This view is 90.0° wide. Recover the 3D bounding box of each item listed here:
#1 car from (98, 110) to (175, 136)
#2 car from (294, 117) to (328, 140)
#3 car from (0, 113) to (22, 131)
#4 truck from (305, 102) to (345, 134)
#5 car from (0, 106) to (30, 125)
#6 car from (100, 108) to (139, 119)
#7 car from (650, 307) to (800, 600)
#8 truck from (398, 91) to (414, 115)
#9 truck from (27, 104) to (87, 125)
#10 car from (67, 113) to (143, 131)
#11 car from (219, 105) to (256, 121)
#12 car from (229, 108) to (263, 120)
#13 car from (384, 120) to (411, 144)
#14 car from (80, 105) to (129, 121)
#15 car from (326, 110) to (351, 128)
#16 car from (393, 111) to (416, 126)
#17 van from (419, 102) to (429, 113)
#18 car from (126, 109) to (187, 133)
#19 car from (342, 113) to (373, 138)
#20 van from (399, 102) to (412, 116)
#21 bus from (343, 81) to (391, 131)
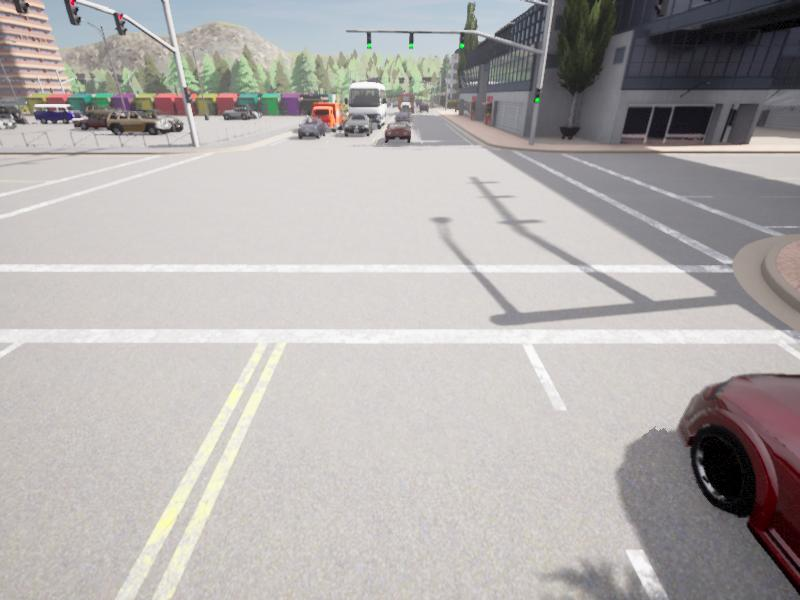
[{"bbox_3d":[-21.408,-14.486,32.686,4.605,1.855,1.932,0,27,0],"label":"car"},{"bbox_3d":[-7.077,-13.826,32.122,1.845,1.501,3.633,0,27,1],"label":"car"},{"bbox_3d":[-38.809,-16.832,37.816,3.806,1.475,1.970,0,27,0],"label":"car"},{"bbox_3d":[-6.959,-17.332,37.962,2.627,2.467,5.204,1,27,1],"label":"truck"},{"bbox_3d":[-45.204,-20.991,45.444,3.866,1.878,1.905,0,27,0],"label":"car"},{"bbox_3d":[-38.794,-25.852,55.435,3.905,1.438,1.784,0,27,0],"label":"car"},{"bbox_3d":[3.552,1.641,1.969,1.994,1.385,4.181,1,27,1],"label":"car"},{"bbox_3d":[1.252,-37.797,76.601,2.891,3.827,8.468,1,27,1],"label":"truck"},{"bbox_3d":[-38.824,-21.075,45.396,4.478,2.038,2.069,0,27,0],"label":"truck"},{"bbox_3d":[-27.783,-16.831,37.802,5.357,1.415,2.033,0,27,0],"label":"car"},{"bbox_3d":[-21.344,-24.712,52.748,3.866,1.878,1.905,0,27,0],"label":"car"},{"bbox_3d":[-21.327,-25.814,55.436,3.806,1.475,1.970,0,27,0],"label":"car"},{"bbox_3d":[-0.140,-12.808,30.385,1.895,1.301,4.718,1,27,1],"label":"car"},{"bbox_3d":[-38.864,-24.724,52.759,4.605,1.855,1.932,0,27,0],"label":"car"},{"bbox_3d":[-6.762,-20.317,44.797,1.801,1.575,5.366,1,27,1],"label":"car"},{"bbox_3d":[0.598,-22.096,48.492,2.033,1.411,5.357,4,27,8],"label":"car"},{"bbox_3d":[4.907,-39.595,82.156,1.775,1.987,4.442,1,27,1],"label":"van"},{"bbox_3d":[-21.347,-15.798,35.266,3.866,1.878,1.905,0,27,0],"label":"car"},{"bbox_3d":[-3.552,-15.167,34.651,2.152,1.651,5.027,0,27,0],"label":"car"},{"bbox_3d":[0.991,-32.617,68.421,2.069,2.038,4.480,1,27,1],"label":"van"},{"bbox_3d":[-3.181,-20.811,42.825,3.944,4.253,10.273,1,27,1],"label":"bus"}]
